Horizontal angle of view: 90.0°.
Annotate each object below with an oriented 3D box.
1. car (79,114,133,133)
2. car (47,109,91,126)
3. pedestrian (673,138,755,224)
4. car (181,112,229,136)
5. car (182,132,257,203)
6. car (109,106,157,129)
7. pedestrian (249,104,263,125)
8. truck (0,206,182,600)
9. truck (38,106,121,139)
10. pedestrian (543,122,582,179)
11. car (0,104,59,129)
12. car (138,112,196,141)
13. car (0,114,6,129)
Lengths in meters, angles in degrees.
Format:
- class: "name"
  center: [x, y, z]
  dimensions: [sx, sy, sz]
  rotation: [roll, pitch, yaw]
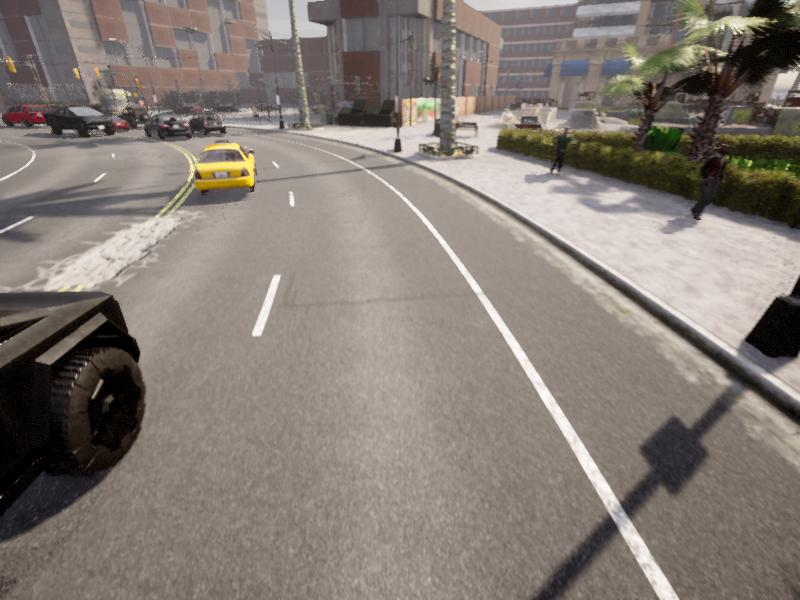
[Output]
- class: "car"
  center: [-26.607, -16.034, 36.200]
  dimensions: [4.181, 1.385, 1.994]
  rotation: [14, 31, 25]
- class: "car"
  center: [-36.139, -19.993, 43.710]
  dimensions: [3.705, 1.549, 1.789]
  rotation: [12, 30, 22]
- class: "pedestrian"
  center: [7.461, -2.853, 9.600]
  dimensions: [0.751, 1.860, 0.751]
  rotation: [-5, 28, -9]
- class: "car"
  center: [-16.236, -14.718, 33.321]
  dimensions: [3.988, 1.617, 1.851]
  rotation: [23, 35, 37]
- class: "car"
  center: [-6.305, -5.027, 14.589]
  dimensions: [1.801, 1.575, 5.366]
  rotation: [-8, 29, -15]
- class: "car"
  center: [-26.272, -17.974, 39.371]
  dimensions: [3.866, 1.878, 1.905]
  rotation: [14, 31, 25]
- class: "pedestrian"
  center: [-14.399, -18.502, 39.941]
  dimensions: [0.751, 1.860, 0.751]
  rotation: [13, 30, 23]
- class: "truck"
  center: [-3.627, 1.531, 1.366]
  dimensions: [2.390, 2.098, 6.274]
  rotation: [-1, 28, -2]
- class: "truck"
  center: [-25.740, -14.320, 32.098]
  dimensions: [6.274, 2.098, 2.390]
  rotation: [14, 31, 26]
- class: "pedestrian"
  center: [5.922, -5.459, 14.635]
  dimensions: [0.751, 1.860, 0.751]
  rotation: [-5, 28, -10]
- class: "car"
  center: [-38.329, -18.899, 41.088]
  dimensions: [5.566, 2.045, 2.150]
  rotation: [12, 30, 22]
- class: "car"
  center: [-17.691, -13.173, 30.288]
  dimensions: [2.242, 1.667, 4.611]
  rotation: [-25, 36, -39]
- class: "car"
  center: [-41.443, -17.604, 39.052]
  dimensions: [5.238, 1.638, 1.930]
  rotation: [11, 30, 21]
